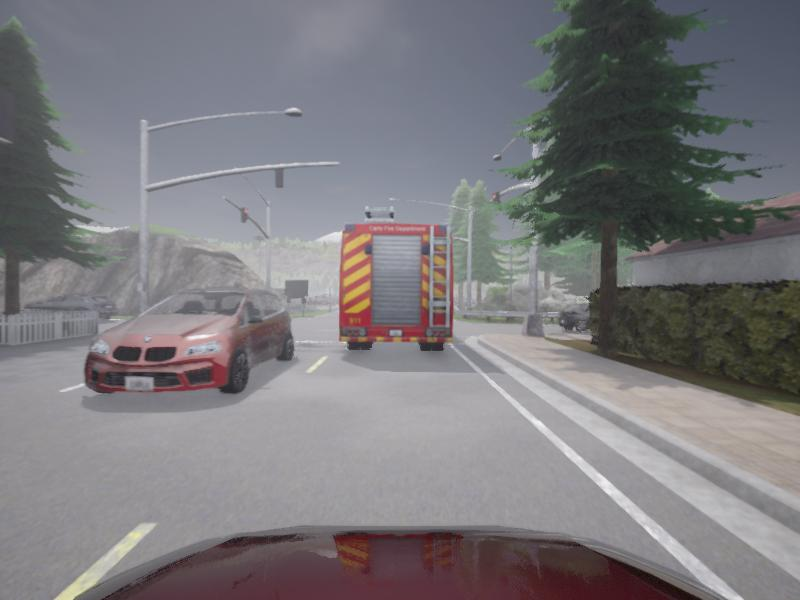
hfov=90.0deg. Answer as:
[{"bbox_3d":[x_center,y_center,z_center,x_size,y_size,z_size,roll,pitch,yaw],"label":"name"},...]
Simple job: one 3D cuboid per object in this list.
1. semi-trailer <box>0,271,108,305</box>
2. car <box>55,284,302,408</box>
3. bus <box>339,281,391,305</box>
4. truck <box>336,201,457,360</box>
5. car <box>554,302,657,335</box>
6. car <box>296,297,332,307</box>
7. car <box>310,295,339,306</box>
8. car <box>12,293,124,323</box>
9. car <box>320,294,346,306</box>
[{"bbox_3d":[-49.403,-1.677,56.535,14.254,4.402,2.717,1,1,0],"label":"semi-trailer"},{"bbox_3d":[-3.576,0.600,7.739,2.242,1.667,4.611,1,1,-1],"label":"car"},{"bbox_3d":[-6.983,-1.397,81.565,10.273,4.253,3.944,2,1,0],"label":"bus"},{"bbox_3d":[-0.136,-0.479,13.940,2.891,3.827,8.468,1,0,-1],"label":"truck"},{"bbox_3d":[10.242,0.898,20.160,4.193,1.474,1.816,1,1,0],"label":"car"},{"bbox_3d":[-12.309,0.297,57.168,4.718,1.301,1.895,1,1,0],"label":"car"},{"bbox_3d":[-11.385,0.110,60.670,3.988,1.617,1.851,1,1,0],"label":"car"},{"bbox_3d":[-19.390,0.447,23.544,4.856,1.649,2.033,1,1,0],"label":"car"},{"bbox_3d":[-10.676,-0.067,64.175,3.866,1.878,1.905,1,1,0],"label":"car"}]
